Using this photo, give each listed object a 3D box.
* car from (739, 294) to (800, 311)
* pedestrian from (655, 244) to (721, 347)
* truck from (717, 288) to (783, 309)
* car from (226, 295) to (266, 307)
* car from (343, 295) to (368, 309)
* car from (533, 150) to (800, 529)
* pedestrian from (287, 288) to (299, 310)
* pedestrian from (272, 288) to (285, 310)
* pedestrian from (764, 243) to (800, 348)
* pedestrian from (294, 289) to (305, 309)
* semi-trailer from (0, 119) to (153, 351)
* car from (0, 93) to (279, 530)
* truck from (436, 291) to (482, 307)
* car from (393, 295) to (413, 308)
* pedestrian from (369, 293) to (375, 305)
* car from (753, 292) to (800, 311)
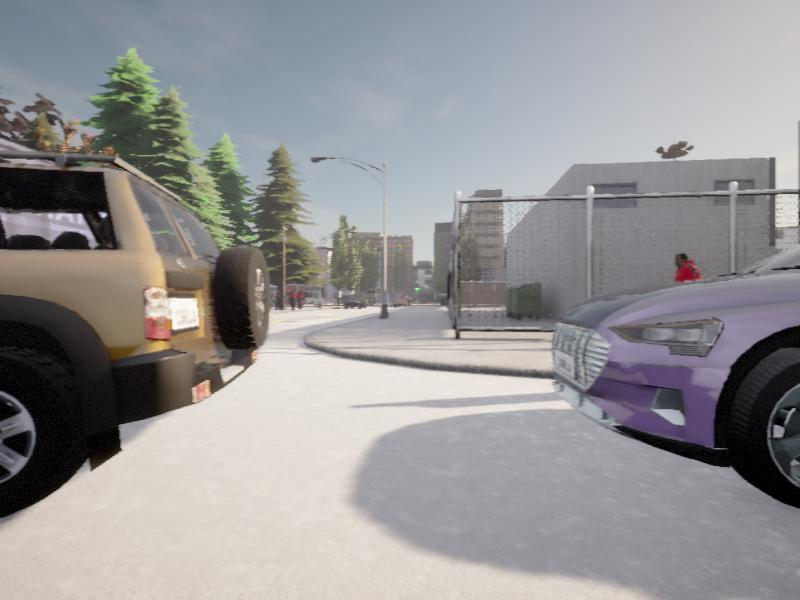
[{"bbox_3d":[33.355,0.185,35.037,5.357,1.415,2.033,0,0,7],"label":"car"},{"bbox_3d":[5.490,-0.083,7.671,0.751,1.860,0.751,0,0,7],"label":"pedestrian"},{"bbox_3d":[33.974,-0.131,38.952,4.478,2.038,2.069,0,0,7],"label":"truck"},{"bbox_3d":[-22.872,0.128,59.494,5.027,1.651,2.152,0,0,7],"label":"car"},{"bbox_3d":[-4.801,0.215,43.776,1.816,1.474,4.193,0,0,6],"label":"car"},{"bbox_3d":[3.576,0.175,2.554,4.856,1.649,2.033,0,0,7],"label":"car"},{"bbox_3d":[-9.029,-0.097,33.782,0.751,1.860,0.751,0,0,-1],"label":"pedestrian"},{"bbox_3d":[-10.342,-0.097,34.066,0.751,1.860,0.751,0,0,19],"label":"pedestrian"},{"bbox_3d":[7.478,-0.083,7.440,0.751,1.860,0.751,0,0,6],"label":"pedestrian"},{"bbox_3d":[-9.445,-0.101,37.729,0.751,1.860,0.751,0,0,13],"label":"pedestrian"},{"bbox_3d":[-9.305,-1.222,4.611,2.717,4.402,14.254,0,0,7],"label":"semi-trailer"},{"bbox_3d":[-3.265,0.049,2.443,4.605,1.855,1.932,0,0,-8],"label":"car"},{"bbox_3d":[8.153,-0.108,55.923,6.274,2.098,2.390,0,0,7],"label":"truck"},{"bbox_3d":[0.444,0.142,51.529,1.851,1.617,3.988,0,0,13],"label":"car"},{"bbox_3d":[-4.489,-0.125,64.902,0.751,1.860,0.751,0,0,21],"label":"pedestrian"},{"bbox_3d":[33.170,0.113,34.830,1.789,1.547,3.705,0,0,7],"label":"car"}]
